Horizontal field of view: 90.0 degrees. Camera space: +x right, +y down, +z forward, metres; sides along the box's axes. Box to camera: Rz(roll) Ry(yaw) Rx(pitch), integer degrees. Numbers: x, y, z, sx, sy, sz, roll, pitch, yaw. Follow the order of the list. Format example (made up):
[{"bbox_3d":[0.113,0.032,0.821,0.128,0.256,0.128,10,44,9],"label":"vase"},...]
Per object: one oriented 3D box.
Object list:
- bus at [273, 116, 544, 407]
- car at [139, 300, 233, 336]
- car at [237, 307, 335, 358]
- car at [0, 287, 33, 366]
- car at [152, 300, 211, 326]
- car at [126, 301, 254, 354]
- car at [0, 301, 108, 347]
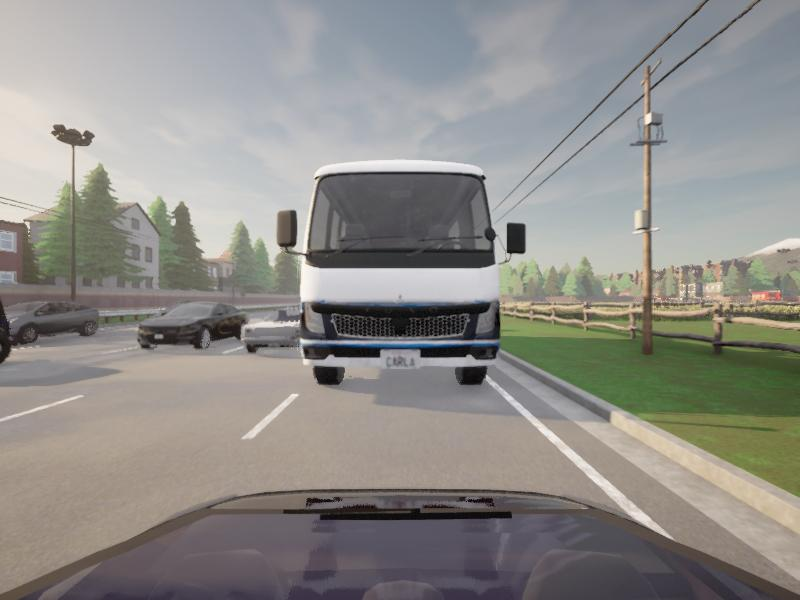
[{"bbox_3d":[0.128,-0.550,10.974,3.944,4.253,10.273,0,0,0],"label":"bus"},{"bbox_3d":[-10.460,0.793,20.073,2.038,1.542,4.974,0,0,0],"label":"car"},{"bbox_3d":[-3.492,0.922,13.245,1.895,1.301,4.718,0,0,0],"label":"car"},{"bbox_3d":[-10.494,0.634,8.452,1.905,1.878,3.866,0,0,0],"label":"car"},{"bbox_3d":[-13.985,0.772,25.854,1.789,1.549,3.705,0,0,0],"label":"car"},{"bbox_3d":[-6.991,0.800,14.106,1.882,1.535,5.008,0,0,0],"label":"car"},{"bbox_3d":[-13.990,0.803,15.522,2.007,1.525,4.514,0,0,0],"label":"car"}]
